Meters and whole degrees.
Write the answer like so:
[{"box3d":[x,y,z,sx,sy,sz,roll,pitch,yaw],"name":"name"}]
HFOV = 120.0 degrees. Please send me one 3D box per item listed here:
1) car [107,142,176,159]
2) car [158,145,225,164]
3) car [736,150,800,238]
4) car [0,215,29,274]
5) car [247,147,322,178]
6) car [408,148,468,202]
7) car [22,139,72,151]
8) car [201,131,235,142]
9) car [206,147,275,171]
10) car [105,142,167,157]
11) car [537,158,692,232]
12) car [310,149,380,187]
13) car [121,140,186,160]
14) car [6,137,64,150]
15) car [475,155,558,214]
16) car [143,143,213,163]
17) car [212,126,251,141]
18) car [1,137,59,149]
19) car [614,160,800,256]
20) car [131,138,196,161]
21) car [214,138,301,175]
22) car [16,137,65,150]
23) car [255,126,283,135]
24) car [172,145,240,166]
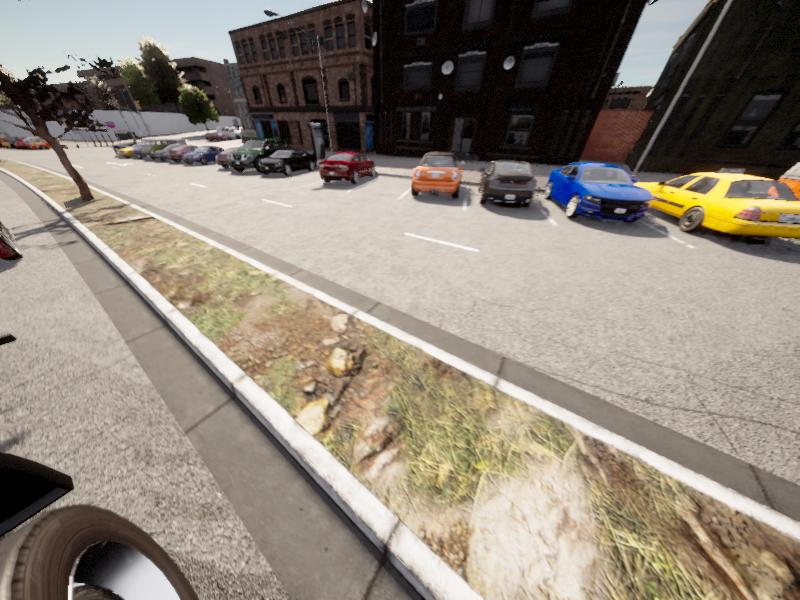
[{"box3d":[-31.168,-18.337,28.197,1.946,1.575,5.366,6,35,8],"name":"car"},{"box3d":[-20.772,-14.781,23.336,2.002,1.452,4.674,7,35,9],"name":"car"},{"box3d":[11.852,-2.223,5.394,1.878,1.987,4.442,10,36,12],"name":"car"},{"box3d":[-10.039,-1.458,4.693,4.181,1.385,1.994,21,40,27],"name":"car"},{"box3d":[-8.012,-10.090,16.744,2.097,1.535,5.008,8,35,10],"name":"car"},{"box3d":[1.995,-6.240,11.167,2.185,1.767,4.553,9,35,11],"name":"car"},{"box3d":[-67.106,-29.677,44.085,2.185,1.767,4.553,3,35,4],"name":"car"},{"box3d":[-34.980,-31.408,44.462,4.674,1.452,2.002,4,41,4],"name":"car"},{"box3d":[-13.094,-11.972,19.430,2.002,1.452,4.674,7,35,10],"name":"car"},{"box3d":[-33.622,-19.369,29.708,2.163,1.488,4.792,6,35,8],"name":"car"},{"box3d":[6.967,-4.138,8.456,2.097,1.535,5.008,9,35,12],"name":"car"},{"box3d":[-2.991,-8.134,14.020,2.097,1.535,5.008,8,35,11],"name":"car"},{"box3d":[-28.522,-17.667,27.065,2.185,1.767,4.553,7,35,8],"name":"car"},{"box3d":[-72.538,-31.298,46.099,2.435,2.045,5.566,4,35,4],"name":"car"},{"box3d":[4.482,-5.137,9.849,2.231,1.521,4.892,9,35,12],"name":"car"},{"box3d":[-23.342,-15.737,24.599,2.231,1.521,4.892,7,35,8],"name":"car"},{"box3d":[-33.680,-33.432,46.333,5.566,2.045,2.435,4,41,4],"name":"car"},{"box3d":[-75.270,-32.078,47.173,2.435,2.045,5.566,3,35,4],"name":"car"},{"box3d":[9.465,-3.224,7.183,1.946,1.575,5.366,9,35,12],"name":"car"},{"box3d":[-25.949,-16.766,25.636,1.878,1.987,4.442,7,35,8],"name":"car"},{"box3d":[-10.545,-11.242,17.913,2.435,2.045,5.566,8,35,10],"name":"car"},{"box3d":[-69.824,-30.474,45.008,1.878,1.987,4.442,4,35,4],"name":"car"},{"box3d":[-29.878,-38.650,52.684,4.892,1.521,2.231,4,41,4],"name":"car"},{"box3d":[-18.196,-13.855,22.049,2.002,1.452,4.674,7,35,9],"name":"car"}]
